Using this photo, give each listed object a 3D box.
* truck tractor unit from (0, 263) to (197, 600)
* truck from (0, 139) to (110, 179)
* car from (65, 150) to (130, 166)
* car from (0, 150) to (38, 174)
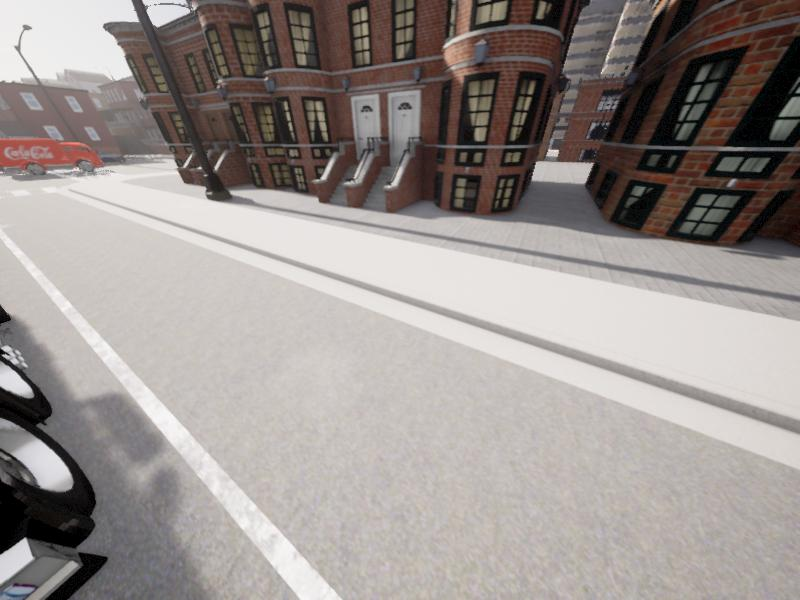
[{"bbox_3d":[-5.111,-0.301,0.786,6.516,4.208,3.053,18,39,24],"label":"truck tractor unit"},{"bbox_3d":[-28.872,-11.861,19.132,2.627,2.467,5.204,24,42,30],"label":"truck"},{"bbox_3d":[-35.274,-16.671,27.065,1.994,1.385,4.181,20,40,27],"label":"car"},{"bbox_3d":[-35.368,-11.357,19.191,1.930,1.638,5.238,9,36,14],"label":"car"}]
